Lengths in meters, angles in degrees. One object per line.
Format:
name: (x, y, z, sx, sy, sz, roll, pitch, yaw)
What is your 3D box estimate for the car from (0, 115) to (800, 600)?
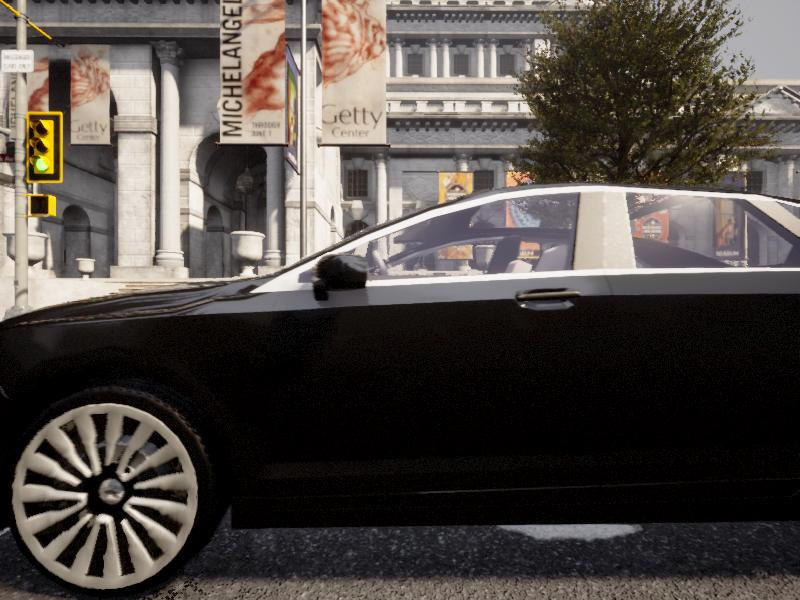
car: (0.518, 0.237, 2.198, 4.902, 1.511, 2.128, 0, 0, 0)

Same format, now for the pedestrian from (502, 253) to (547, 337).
pedestrian: (2.869, -0.115, 9.296, 0.751, 1.860, 0.751, 0, 0, -8)

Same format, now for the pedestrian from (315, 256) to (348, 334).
pedestrian: (-1.667, -0.115, 9.862, 0.751, 1.860, 0.751, 0, 0, -5)
